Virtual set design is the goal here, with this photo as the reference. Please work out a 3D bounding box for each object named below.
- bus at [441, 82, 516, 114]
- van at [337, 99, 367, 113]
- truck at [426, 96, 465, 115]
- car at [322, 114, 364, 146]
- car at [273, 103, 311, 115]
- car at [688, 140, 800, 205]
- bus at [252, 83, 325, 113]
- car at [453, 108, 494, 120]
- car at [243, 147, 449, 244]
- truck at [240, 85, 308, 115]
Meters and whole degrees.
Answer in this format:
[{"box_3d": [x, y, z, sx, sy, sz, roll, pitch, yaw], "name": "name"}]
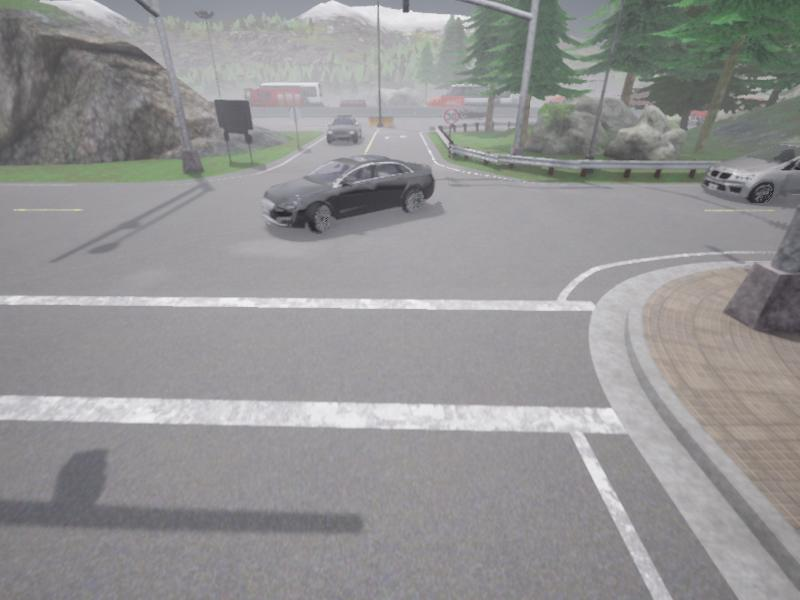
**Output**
[{"box_3d": [11.719, -30.669, 60.832, 10.273, 4.253, 3.944, 0, 28, 0], "name": "bus"}, {"box_3d": [-7.714, -31.348, 64.567, 4.442, 1.987, 1.775, 0, 28, 0], "name": "van"}, {"box_3d": [6.560, -28.310, 58.254, 5.204, 2.467, 2.627, 0, 28, 0], "name": "truck"}, {"box_3d": [-3.639, -11.290, 26.334, 2.038, 1.542, 4.974, 0, 28, 0], "name": "car"}, {"box_3d": [-16.565, -29.439, 61.617, 5.027, 1.651, 2.152, 0, 28, 0], "name": "car"}, {"box_3d": [12.721, -4.221, 13.103, 4.611, 1.667, 2.242, 0, 28, 0], "name": "car"}, {"box_3d": [-17.564, -32.301, 63.934, 10.273, 4.253, 3.944, 0, 28, 0], "name": "bus"}, {"box_3d": [8.971, -22.919, 49.224, 4.718, 1.301, 1.895, 0, 28, 0], "name": "car"}, {"box_3d": [-1.259, -3.016, 10.728, 4.902, 1.511, 2.128, -20, 33, -32], "name": "car"}, {"box_3d": [-18.086, -28.923, 57.944, 8.468, 3.827, 2.891, 0, 28, 0], "name": "truck"}]
